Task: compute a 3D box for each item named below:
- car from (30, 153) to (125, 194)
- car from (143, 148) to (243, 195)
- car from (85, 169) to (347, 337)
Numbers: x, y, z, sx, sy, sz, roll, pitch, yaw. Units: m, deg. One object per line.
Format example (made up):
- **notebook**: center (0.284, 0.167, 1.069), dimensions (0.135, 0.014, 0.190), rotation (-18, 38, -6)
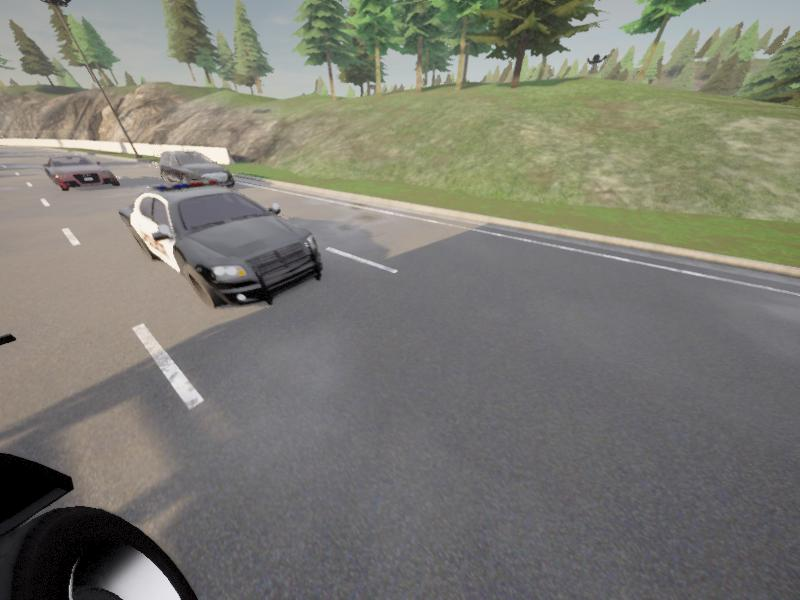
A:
- **car**: center (-16.626, -6.623, 11.927), dimensions (4.181, 1.385, 1.994), rotation (22, 40, 27)
- **car**: center (-10.815, -6.840, 12.075), dimensions (4.856, 1.649, 2.033), rotation (22, 40, 27)
- **car**: center (-3.666, -1.434, 4.573), dimensions (4.974, 1.542, 2.038), rotation (22, 41, 28)
